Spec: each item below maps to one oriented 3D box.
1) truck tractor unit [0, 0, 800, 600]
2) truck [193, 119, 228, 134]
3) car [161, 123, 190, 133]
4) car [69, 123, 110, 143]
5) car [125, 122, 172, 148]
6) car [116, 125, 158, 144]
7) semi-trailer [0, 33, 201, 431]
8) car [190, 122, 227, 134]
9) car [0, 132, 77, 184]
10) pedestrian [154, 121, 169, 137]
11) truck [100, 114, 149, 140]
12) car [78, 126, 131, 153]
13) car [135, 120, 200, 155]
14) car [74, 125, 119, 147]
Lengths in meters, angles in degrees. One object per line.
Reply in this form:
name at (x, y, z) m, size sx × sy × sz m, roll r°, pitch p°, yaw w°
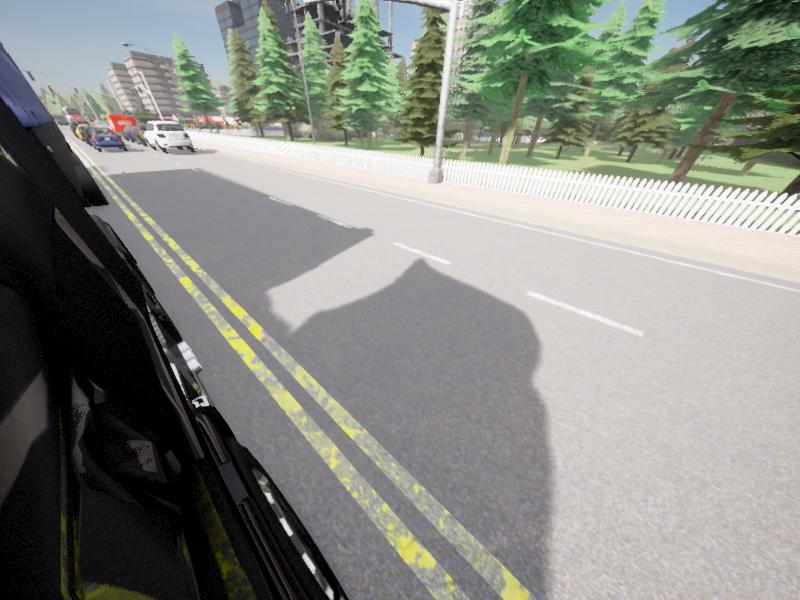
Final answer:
truck tractor unit at (-2.645, -0.295, 0.352) m, size 6.516 × 4.208 × 3.053 m, roll 28°, pitch 44°, yaw 30°
truck at (-43.962, -40.319, 53.756) m, size 2.627 × 2.467 × 5.204 m, roll 26°, pitch 42°, yaw 29°
car at (-48.252, -36.952, 49.688) m, size 1.851 × 1.617 × 3.988 m, roll 28°, pitch 44°, yaw 31°
car at (-33.696, -18.149, 25.043) m, size 5.366 × 1.575 × 1.801 m, roll 28°, pitch 43°, yaw 30°
car at (-25.007, -16.444, 22.949) m, size 4.605 × 1.855 × 1.932 m, roll 28°, pitch 43°, yaw 30°
car at (-30.022, -18.900, 26.339) m, size 4.792 × 1.488 × 2.163 m, roll 28°, pitch 43°, yaw 30°
semi-trailer at (-8.659, -3.604, 4.306) m, size 14.254 × 4.402 × 2.717 m, roll 28°, pitch 44°, yaw 31°
car at (-42.201, -38.084, 51.173) m, size 2.150 × 2.045 × 5.566 m, roll 26°, pitch 43°, yaw 29°
car at (-16.014, -6.164, 9.857) m, size 3.806 × 1.475 × 1.970 m, roll 28°, pitch 43°, yaw 30°
pedestrian at (-34.707, -24.931, 33.634) m, size 0.751 × 1.860 × 0.751 m, roll 28°, pitch 44°, yaw 31°
truck at (-34.898, -21.852, 29.242) m, size 5.204 × 2.467 × 2.627 m, roll 28°, pitch 43°, yaw 30°
car at (-23.493, -12.810, 18.385) m, size 3.705 × 1.549 × 1.789 m, roll 27°, pitch 43°, yaw 30°
car at (-19.353, -13.560, 19.206) m, size 5.566 × 2.045 × 2.150 m, roll 27°, pitch 43°, yaw 30°
car at (-28.342, -15.308, 21.574) m, size 4.193 × 1.474 × 1.816 m, roll 28°, pitch 43°, yaw 30°
